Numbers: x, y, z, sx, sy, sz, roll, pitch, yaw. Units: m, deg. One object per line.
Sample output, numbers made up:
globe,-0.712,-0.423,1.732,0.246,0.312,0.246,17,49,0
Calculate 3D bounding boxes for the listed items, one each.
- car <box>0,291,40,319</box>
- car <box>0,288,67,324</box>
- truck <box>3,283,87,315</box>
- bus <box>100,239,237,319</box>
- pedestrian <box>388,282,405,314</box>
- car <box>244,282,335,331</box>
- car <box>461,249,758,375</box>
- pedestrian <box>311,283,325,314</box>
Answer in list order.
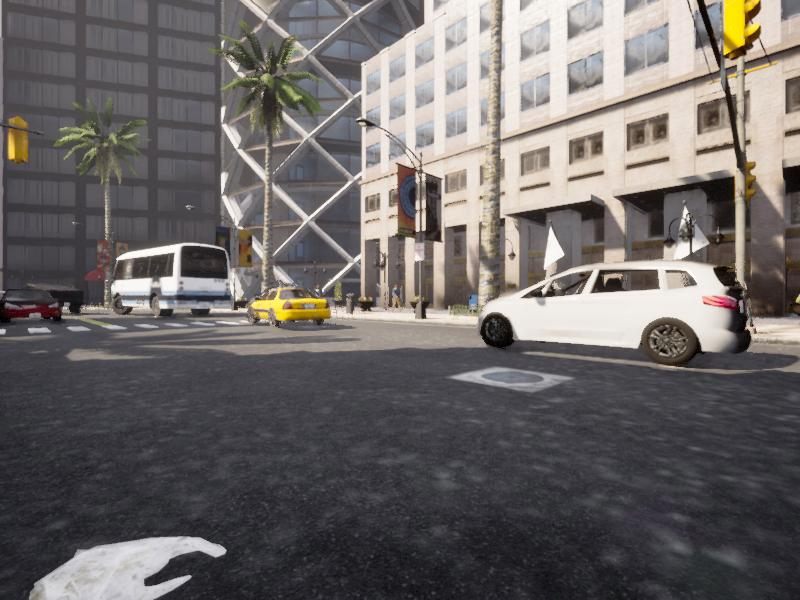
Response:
car,-22.382,0.252,22.695,3.806,1.475,1.970,0,0,32
car,-17.515,0.250,18.832,4.792,1.488,2.163,0,0,42
truck,-25.269,-0.059,28.416,6.274,2.098,2.390,0,0,28
bus,-15.238,-1.132,25.887,10.273,4.253,3.944,0,0,37
pedestrian,-0.214,-0.115,24.343,0.751,1.860,0.751,0,0,-40
car,-4.493,0.201,15.550,1.801,1.575,5.366,0,0,-34
car,3.727,0.157,7.720,2.242,1.667,4.611,0,0,-45
pedestrian,-4.998,-0.115,24.476,0.751,1.860,0.751,0,0,-19
